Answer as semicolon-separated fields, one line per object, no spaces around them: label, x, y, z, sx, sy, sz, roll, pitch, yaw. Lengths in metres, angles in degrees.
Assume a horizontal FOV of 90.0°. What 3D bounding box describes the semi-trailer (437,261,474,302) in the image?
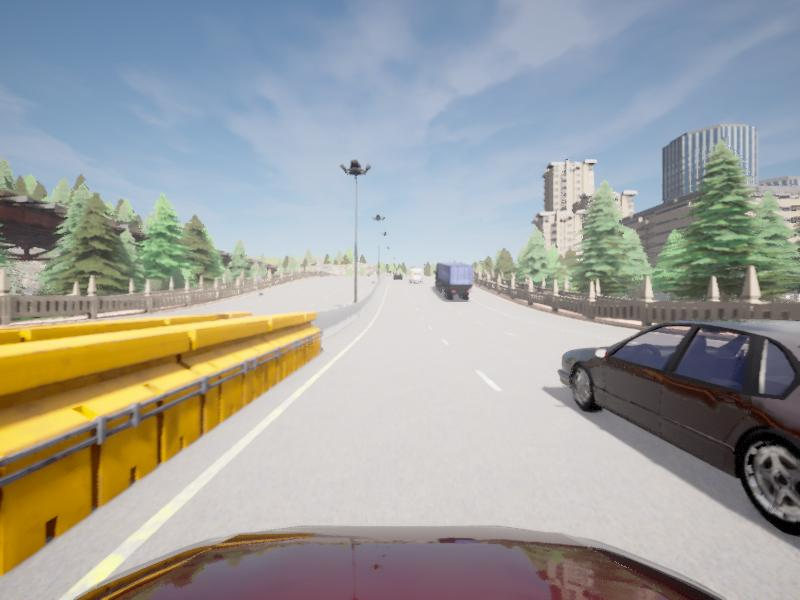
semi-trailer;6.792;-2.732;51.421;2.717;4.402;14.254;0;7;0

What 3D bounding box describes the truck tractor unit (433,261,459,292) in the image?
truck tractor unit;6.747;-3.540;59.295;3.053;4.208;6.516;0;7;0

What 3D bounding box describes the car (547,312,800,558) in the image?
car;3.503;0.901;4.106;2.033;1.411;5.357;0;0;0

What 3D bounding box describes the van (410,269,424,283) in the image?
van;3.146;-4.660;76.971;2.351;2.431;6.366;0;7;0
